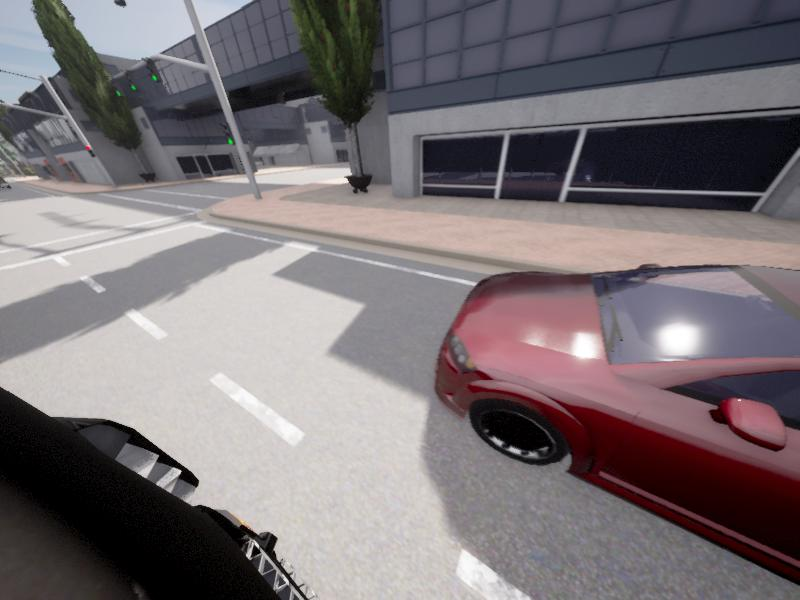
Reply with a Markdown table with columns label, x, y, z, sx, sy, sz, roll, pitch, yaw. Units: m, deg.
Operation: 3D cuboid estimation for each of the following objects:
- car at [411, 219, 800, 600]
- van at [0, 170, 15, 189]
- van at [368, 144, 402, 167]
| label | x | y | z | sx | sy | sz | roll | pitch | yaw |
| --- | --- | --- | --- | --- | --- | --- | --- | --- | --- |
| car | 2.414 | 0.547 | 1.715 | 4.181 | 1.385 | 1.994 | 16 | 38 | 26 |
| van | -51.604 | -15.036 | 28.998 | 4.480 | 2.038 | 2.069 | 12 | 35 | 22 |
| van | -2.123 | -21.800 | 34.748 | 1.988 | 2.561 | 5.915 | 16 | 38 | 26 |
